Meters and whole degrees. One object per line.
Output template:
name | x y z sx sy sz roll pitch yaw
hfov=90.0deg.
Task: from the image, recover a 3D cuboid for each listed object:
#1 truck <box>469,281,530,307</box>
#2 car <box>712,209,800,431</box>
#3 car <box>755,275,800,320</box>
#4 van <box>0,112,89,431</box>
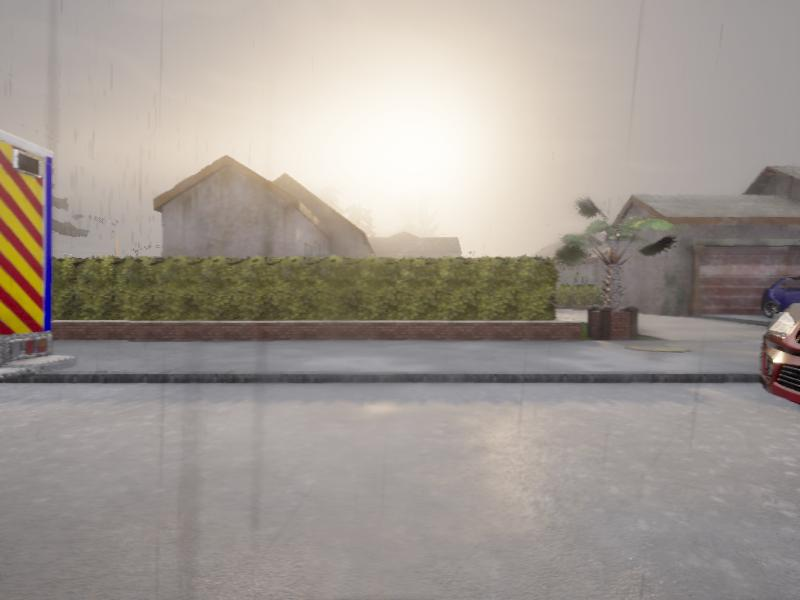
truck | 14.830 -0.923 60.277 8.468 3.827 2.891 0 0 0
car | 5.306 0.157 2.728 4.611 1.667 2.242 0 0 0
car | 14.367 -0.084 13.275 1.845 1.501 3.633 0 0 -3
van | -6.232 -0.221 2.726 6.366 2.431 2.351 0 0 0
